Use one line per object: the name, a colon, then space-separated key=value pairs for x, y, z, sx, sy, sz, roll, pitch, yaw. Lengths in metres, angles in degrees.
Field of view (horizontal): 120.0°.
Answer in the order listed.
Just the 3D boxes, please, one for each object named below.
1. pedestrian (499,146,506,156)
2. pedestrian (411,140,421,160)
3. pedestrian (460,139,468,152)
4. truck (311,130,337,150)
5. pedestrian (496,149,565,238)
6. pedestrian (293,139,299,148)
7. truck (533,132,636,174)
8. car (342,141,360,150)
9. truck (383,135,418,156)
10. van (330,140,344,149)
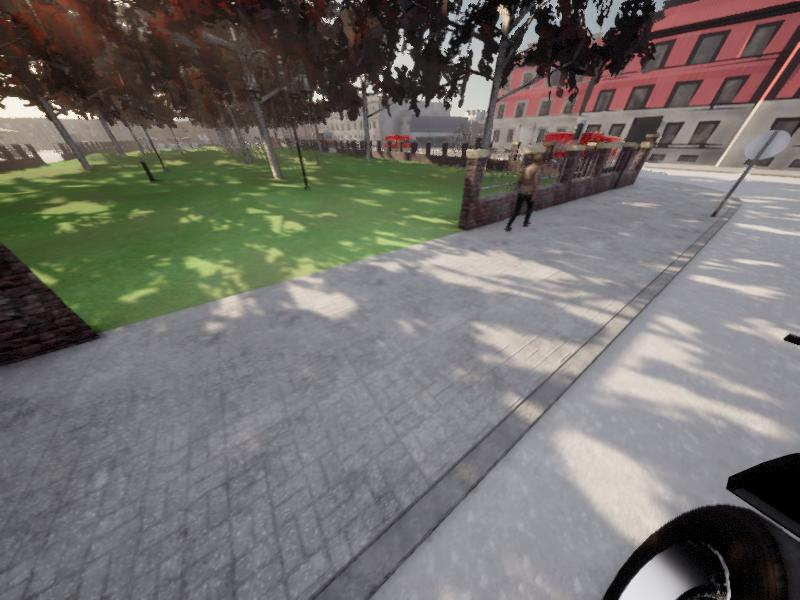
pedestrian: x=13.913 y=-20.252 z=31.318 sx=0.500 sy=1.100 sz=0.500 roll=-29 pitch=44 yaw=-34
pedestrian: x=1.810 y=-16.919 z=26.038 sx=0.751 sy=1.860 sz=0.751 roll=-22 pitch=41 yaw=-28
pedestrian: x=10.866 y=-26.176 z=39.168 sx=0.751 sy=1.860 sz=0.751 roll=-15 pitch=38 yaw=-20
truck: x=-18.692 y=-39.233 z=56.744 sx=2.891 sy=3.827 sz=8.468 roll=-22 pitch=41 yaw=-28
pedestrian: x=3.195 y=-2.660 z=5.815 sx=0.751 sy=1.860 sz=0.751 roll=-21 pitch=40 yaw=-27
pedestrian: x=-27.025 y=-40.792 z=60.132 sx=0.751 sy=1.860 sz=0.751 roll=-22 pitch=40 yaw=-27
truck: x=14.160 y=-11.702 z=18.226 sx=2.627 sy=2.467 sz=5.204 roll=-22 pitch=41 yaw=-27
car: x=-11.729 y=-36.674 z=54.892 sx=2.033 sy=1.649 sz=4.856 roll=-22 pitch=41 yaw=-28
truck: x=0.023 y=-23.405 z=34.937 sx=2.627 sy=2.467 sz=5.204 roll=-22 pitch=41 yaw=-28
van: x=-16.465 y=-40.695 z=60.385 sx=1.775 sy=1.987 sz=4.442 roll=-22 pitch=41 yaw=-28
